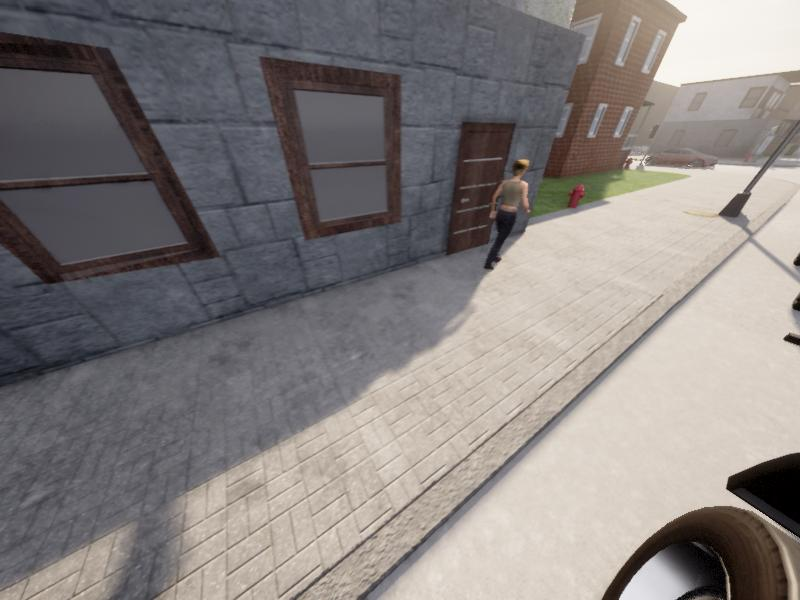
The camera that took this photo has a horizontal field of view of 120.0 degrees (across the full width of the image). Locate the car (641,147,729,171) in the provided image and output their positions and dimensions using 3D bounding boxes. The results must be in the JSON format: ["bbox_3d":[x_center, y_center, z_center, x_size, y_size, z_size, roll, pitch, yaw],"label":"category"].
[{"bbox_3d":[23.678,-11.936,19.422,1.994,1.385,4.181,-20,40,-26],"label":"car"}]

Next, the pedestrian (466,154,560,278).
[{"bbox_3d":[1.874,-1.457,4.091,0.751,1.860,0.751,-20,40,-25],"label":"pedestrian"}]

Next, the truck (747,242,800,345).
[{"bbox_3d":[7.997,-0.832,2.840,5.204,2.467,2.627,-21,40,-24],"label":"truck"}]
